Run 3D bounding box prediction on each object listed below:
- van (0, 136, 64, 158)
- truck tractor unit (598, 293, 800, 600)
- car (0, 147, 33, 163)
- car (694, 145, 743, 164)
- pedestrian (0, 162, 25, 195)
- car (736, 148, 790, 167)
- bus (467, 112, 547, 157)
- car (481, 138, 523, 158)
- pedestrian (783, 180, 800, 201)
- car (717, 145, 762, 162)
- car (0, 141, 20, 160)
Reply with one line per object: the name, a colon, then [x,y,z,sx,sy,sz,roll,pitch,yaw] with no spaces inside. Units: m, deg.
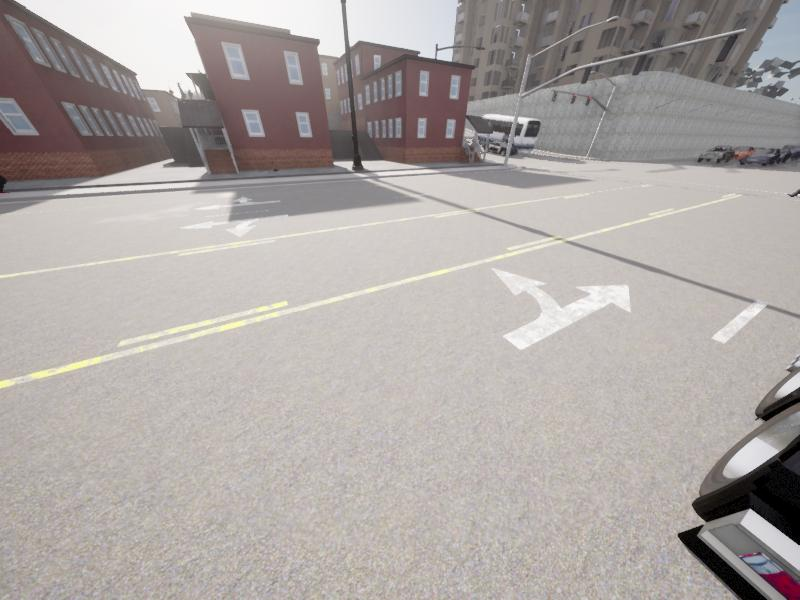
van: [-52.890,-22.070,33.165,2.351,2.431,6.366,-16,38,-22]
truck tractor unit: [5.157,-0.252,0.709,6.516,4.208,3.053,-16,38,-22]
car: [-43.908,-15.921,25.331,1.994,1.385,4.181,-16,38,-21]
car: [39.723,-18.234,28.824,4.605,1.855,1.932,-16,38,-22]
pedestrian: [-17.860,-5.597,9.962,0.751,1.860,0.751,-17,38,-23]
car: [41.483,-16.391,26.413,4.856,1.649,2.033,-16,38,-22]
bus: [15.542,-25.288,35.080,3.944,4.253,10.273,-16,46,-22]
car: [14.062,-21.278,32.274,1.930,1.638,5.238,-16,43,-22]
pedestrian: [18.792,-5.448,10.287,0.751,1.860,0.751,-7,35,-10]
car: [46.592,-20.178,31.740,4.553,1.767,2.097,-16,38,-22]
car: [-49.273,-17.770,27.500,1.932,1.855,4.605,-16,38,-22]
